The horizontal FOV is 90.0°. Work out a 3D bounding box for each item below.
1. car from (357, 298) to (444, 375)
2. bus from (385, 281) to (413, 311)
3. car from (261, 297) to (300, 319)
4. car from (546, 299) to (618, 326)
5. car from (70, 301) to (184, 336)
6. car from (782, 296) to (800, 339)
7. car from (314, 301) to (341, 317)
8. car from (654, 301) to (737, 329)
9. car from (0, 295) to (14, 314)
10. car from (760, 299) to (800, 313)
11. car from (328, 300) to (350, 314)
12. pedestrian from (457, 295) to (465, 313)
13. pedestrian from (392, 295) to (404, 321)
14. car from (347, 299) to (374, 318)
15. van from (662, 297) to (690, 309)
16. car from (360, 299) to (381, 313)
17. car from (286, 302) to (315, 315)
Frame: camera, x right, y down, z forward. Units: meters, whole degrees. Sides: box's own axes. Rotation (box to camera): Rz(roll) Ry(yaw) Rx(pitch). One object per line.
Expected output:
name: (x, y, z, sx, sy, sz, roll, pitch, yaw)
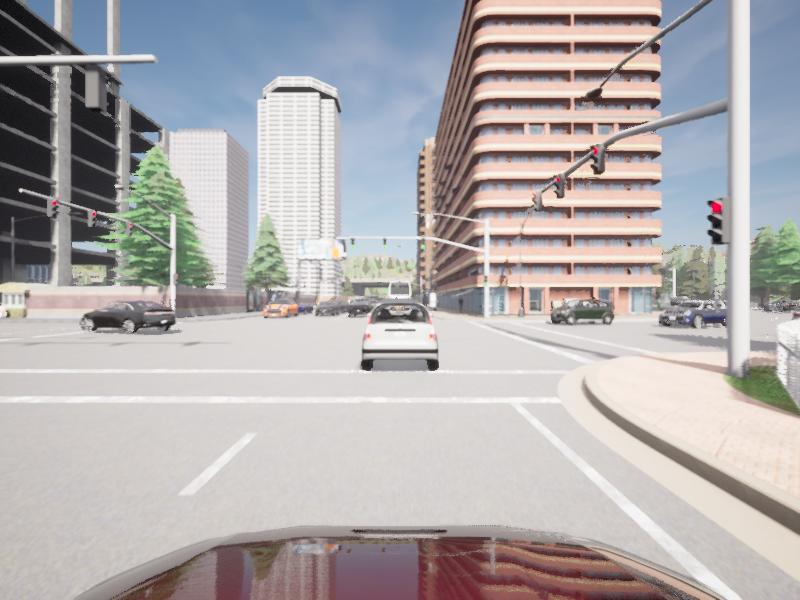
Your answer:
car: (0.004, 0.770, 10.519, 1.851, 1.617, 3.988, 0, 0, 0)
bus: (-0.115, -0.591, 60.964, 3.944, 4.253, 10.273, 0, 0, 0)
car: (-10.498, 0.660, 35.558, 2.097, 1.767, 4.553, 0, 0, 0)
car: (11.158, 0.735, 24.638, 3.705, 1.549, 1.789, 0, 0, -12)
car: (-13.063, 0.805, 19.172, 4.902, 1.511, 2.128, 0, 0, 21)
car: (17.969, 0.685, 15.712, 4.611, 1.667, 2.242, 0, 0, -16)
car: (-6.995, 0.806, 39.050, 1.837, 1.490, 4.892, 0, 0, 0)
car: (16.493, 0.776, 22.362, 3.806, 1.475, 1.970, 0, 0, -21)
car: (-40.921, 0.419, 39.406, 3.866, 1.878, 1.905, 0, 0, 0)
car: (44.974, 0.721, 47.117, 2.038, 1.542, 4.974, 0, 0, 18)
car: (-6.997, 0.799, 46.259, 1.837, 1.490, 4.892, 0, 0, 0)
pedestrian: (6.371, 0.444, 41.731, 0.751, 1.860, 0.751, 0, 0, 2)
pedestrian: (-0.180, 0.587, 29.089, 0.751, 1.860, 0.751, 0, 0, -10)
car: (-3.589, 0.734, 37.482, 1.930, 1.638, 5.238, 0, 0, 1)
van: (47.075, 0.475, 68.336, 1.775, 1.987, 4.442, 0, 0, 0)
car: (-3.501, 0.709, 48.401, 2.242, 1.667, 4.611, 0, 0, 0)
car: (-10.497, 0.902, 42.561, 1.895, 1.301, 4.718, 0, 0, 0)
